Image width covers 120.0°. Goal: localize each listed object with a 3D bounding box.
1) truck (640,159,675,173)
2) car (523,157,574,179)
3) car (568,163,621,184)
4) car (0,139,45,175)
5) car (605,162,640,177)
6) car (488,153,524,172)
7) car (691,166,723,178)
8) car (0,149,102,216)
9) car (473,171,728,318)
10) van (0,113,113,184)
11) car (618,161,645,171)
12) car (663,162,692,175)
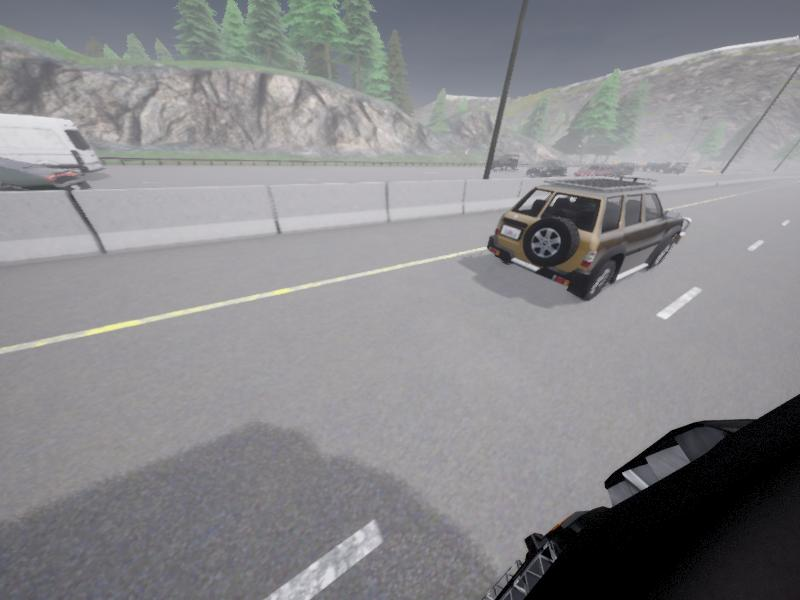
[{"bbox_3d":[49.951,-25.997,44.798,6.274,2.098,2.390,-16,38,-26],"label":"truck"},{"bbox_3d":[15.435,-13.750,24.055,4.553,1.767,2.097,-16,38,-26],"label":"car"},{"bbox_3d":[19.022,-12.415,22.590,4.514,1.525,2.007,-16,38,-26],"label":"car"},{"bbox_3d":[-22.727,-7.226,11.545,4.902,1.511,2.128,-16,38,-26],"label":"car"},{"bbox_3d":[30.610,-18.020,31.804,3.988,1.617,1.851,-16,38,-26],"label":"car"},{"bbox_3d":[13.673,-17.789,29.861,3.866,1.878,1.905,-16,38,-26],"label":"car"},{"bbox_3d":[52.672,-22.043,39.617,5.366,1.575,1.801,-16,38,-26],"label":"car"},{"bbox_3d":[-12.835,-3.305,6.469,4.974,1.542,2.038,-16,38,-26],"label":"car"},{"bbox_3d":[4.099,-1.539,4.854,4.605,1.855,1.932,-16,38,-26],"label":"car"},{"bbox_3d":[-18.101,-6.720,10.234,5.915,2.561,1.988,-16,38,-26],"label":"van"},{"bbox_3d":[46.960,-27.123,46.835,4.902,1.511,2.128,-16,38,-26],"label":"car"},{"bbox_3d":[49.693,-23.577,41.376,3.866,1.878,1.905,-16,38,-26],"label":"car"}]
